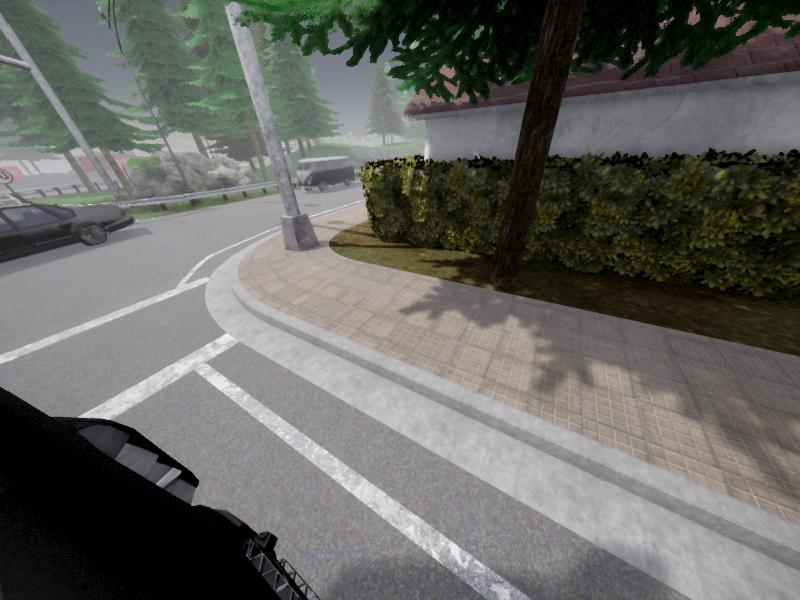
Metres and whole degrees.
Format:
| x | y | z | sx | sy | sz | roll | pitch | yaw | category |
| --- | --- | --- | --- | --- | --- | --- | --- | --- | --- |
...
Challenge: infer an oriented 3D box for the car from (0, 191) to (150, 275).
| x | y | z | sx | sy | sz | roll | pitch | yaw | category |
| --- | --- | --- | --- | --- | --- | --- | --- | --- | --- |
| -11.010 | -1.760 | 6.334 | 2.033 | 1.411 | 5.357 | 5 | 35 | 12 | car |

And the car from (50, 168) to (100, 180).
| x | y | z | sx | sy | sz | roll | pitch | yaw | category |
| --- | --- | --- | --- | --- | --- | --- | --- | --- | --- |
| -59.410 | -23.085 | 42.347 | 1.837 | 1.490 | 4.892 | 16 | 38 | 26 | car |

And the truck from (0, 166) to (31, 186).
| x | y | z | sx | sy | sz | roll | pitch | yaw | category |
| --- | --- | --- | --- | --- | --- | --- | --- | --- | --- |
| -63.519 | -19.433 | 36.287 | 2.627 | 2.467 | 5.204 | 16 | 38 | 26 | truck |

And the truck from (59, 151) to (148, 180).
| x | y | z | sx | sy | sz | roll | pitch | yaw | category |
| --- | --- | --- | --- | --- | --- | --- | --- | --- | --- |
| -51.834 | -23.899 | 40.875 | 2.891 | 3.827 | 8.468 | 16 | 38 | 26 | truck |

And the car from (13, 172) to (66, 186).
| x | y | z | sx | sy | sz | roll | pitch | yaw | category |
| --- | --- | --- | --- | --- | --- | --- | --- | --- | --- |
| -52.955 | -17.887 | 34.038 | 1.970 | 1.475 | 3.806 | 16 | 38 | 26 | car |

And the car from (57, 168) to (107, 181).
| x | y | z | sx | sy | sz | roll | pitch | yaw | category |
| --- | --- | --- | --- | --- | --- | --- | --- | --- | --- |
| -56.272 | -22.309 | 40.987 | 2.128 | 1.511 | 4.902 | 16 | 38 | 26 | car |

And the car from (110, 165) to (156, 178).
| x | y | z | sx | sy | sz | roll | pitch | yaw | category |
| --- | --- | --- | --- | --- | --- | --- | --- | --- | --- |
| -47.726 | -23.087 | 41.437 | 1.837 | 1.490 | 4.892 | 16 | 39 | 26 | car |

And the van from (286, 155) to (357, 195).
| x | y | z | sx | sy | sz | roll | pitch | yaw | category |
| --- | --- | --- | --- | --- | --- | --- | --- | --- | --- |
| -5.279 | -8.912 | 16.333 | 1.775 | 1.987 | 4.442 | 16 | 38 | 26 | van |
